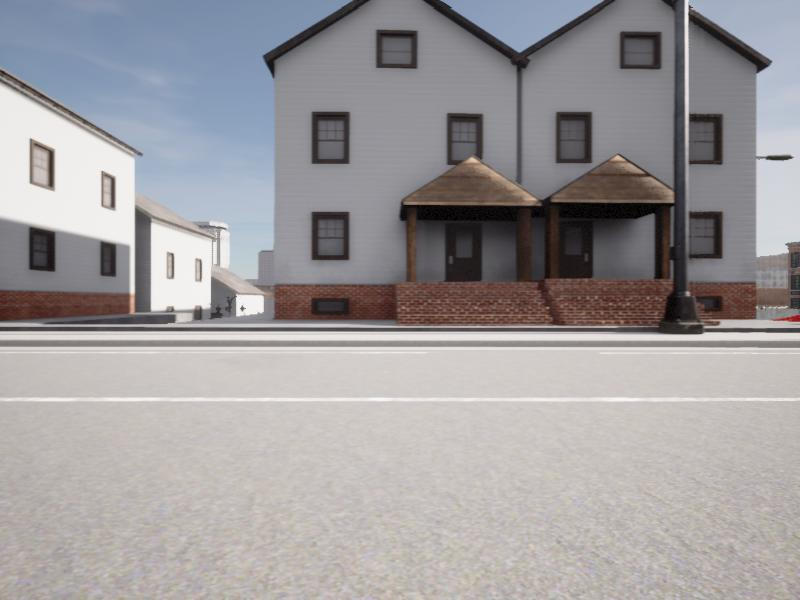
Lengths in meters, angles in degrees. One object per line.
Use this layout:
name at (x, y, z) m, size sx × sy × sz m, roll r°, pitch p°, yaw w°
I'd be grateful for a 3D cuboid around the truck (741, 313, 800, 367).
truck at (21.578, 2.048, 20.909) m, size 2.627 × 2.467 × 5.204 m, roll -1°, pitch -14°, yaw -1°
